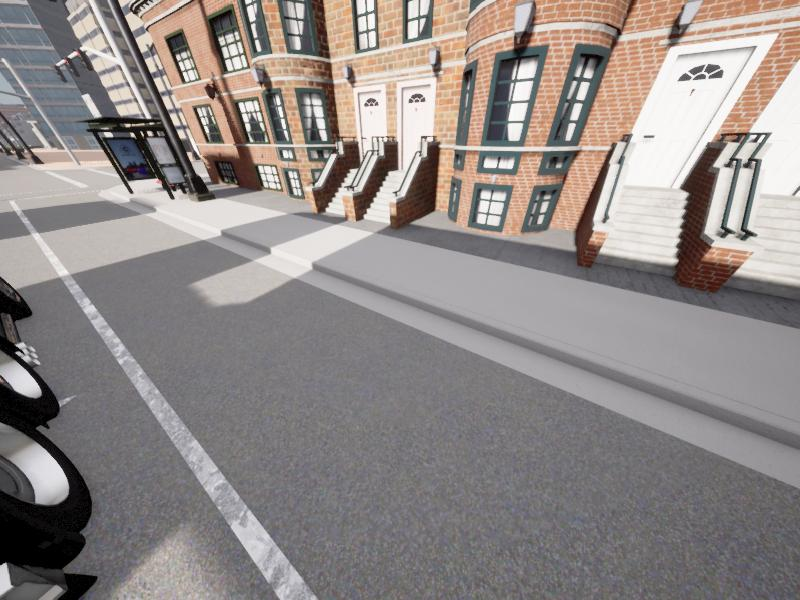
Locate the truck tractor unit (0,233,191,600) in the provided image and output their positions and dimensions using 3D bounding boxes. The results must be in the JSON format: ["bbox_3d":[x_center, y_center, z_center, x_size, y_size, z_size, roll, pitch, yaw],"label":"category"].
[{"bbox_3d":[-5.057,-0.351,0.851,6.516,4.208,3.053,21,40,27],"label":"truck tractor unit"}]
